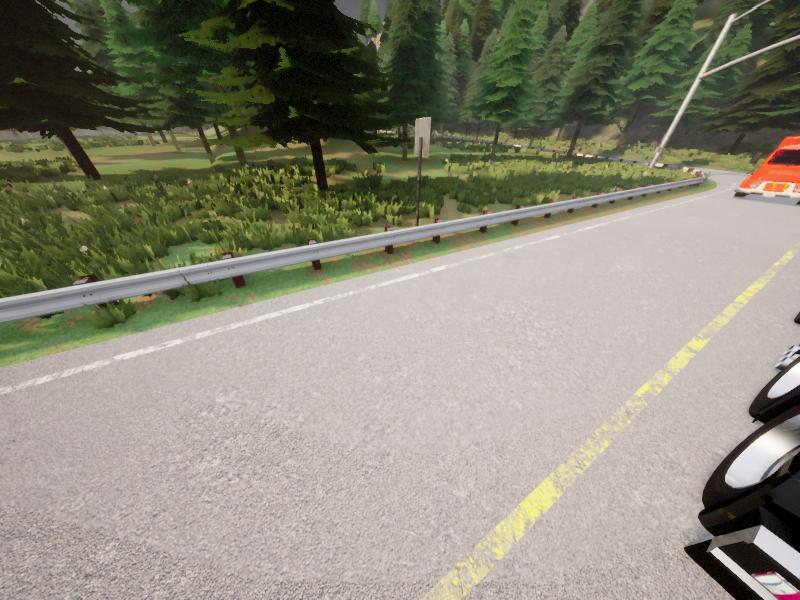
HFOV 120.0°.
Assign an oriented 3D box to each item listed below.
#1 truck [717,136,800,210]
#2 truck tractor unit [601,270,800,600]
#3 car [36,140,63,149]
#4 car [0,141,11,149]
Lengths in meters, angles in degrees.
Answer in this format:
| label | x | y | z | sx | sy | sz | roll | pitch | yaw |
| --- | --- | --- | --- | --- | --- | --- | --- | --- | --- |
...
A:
| label | x | y | z | sx | sy | sz | roll | pitch | yaw |
| --- | --- | --- | --- | --- | --- | --- | --- | --- | --- |
| truck | 18.036 | -5.833 | 10.336 | 5.204 | 2.467 | 2.627 | -16 | 38 | -22 |
| truck tractor unit | 5.120 | -0.292 | 0.767 | 6.516 | 4.208 | 3.053 | -18 | 39 | -24 |
| car | -87.378 | -38.853 | 57.597 | 3.866 | 1.878 | 1.905 | 9 | 36 | 13 |
| car | -95.242 | -35.715 | 53.327 | 5.008 | 1.535 | 1.882 | -18 | 39 | -25 |
